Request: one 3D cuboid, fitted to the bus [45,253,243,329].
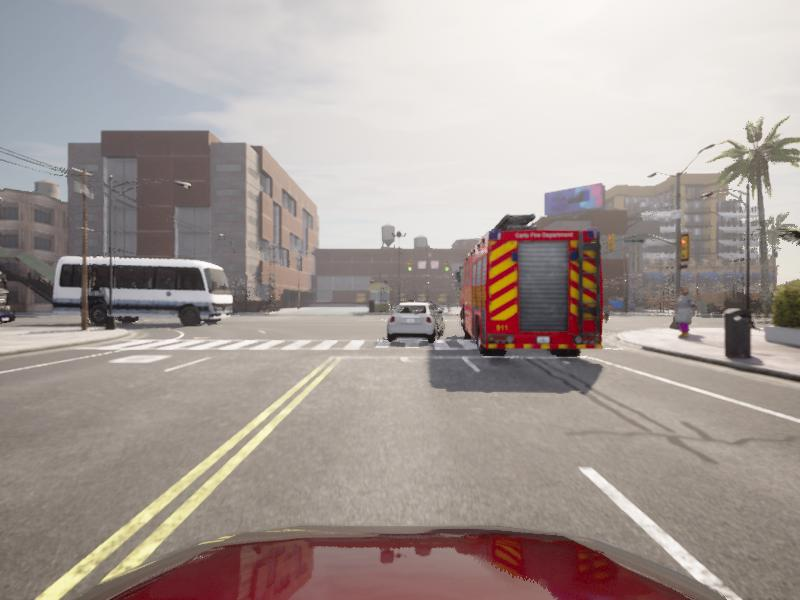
[{"bbox_3d":[-16.241,-0.547,26.087,10.273,4.253,3.944,2,0,1],"label":"bus"}]

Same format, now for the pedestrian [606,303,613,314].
[{"bbox_3d":[21.903,0.864,41.785,0.500,1.100,0.500,0,0,6],"label":"pedestrian"}]

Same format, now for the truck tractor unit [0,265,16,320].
[{"bbox_3d":[-33.818,-0.527,30.310,6.516,4.208,3.053,-1,0,1],"label":"truck tractor unit"}]

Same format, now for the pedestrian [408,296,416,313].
[{"bbox_3d":[1.284,0.484,42.370,0.751,1.860,0.751,0,0,-2],"label":"pedestrian"}]

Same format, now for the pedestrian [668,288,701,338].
[{"bbox_3d":[10.934,0.485,15.401,0.751,1.860,0.751,0,0,-18],"label":"pedestrian"}]

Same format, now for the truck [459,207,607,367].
[{"bbox_3d":[3.830,-0.320,13.899,2.891,3.827,8.468,0,0,4],"label":"truck"}]

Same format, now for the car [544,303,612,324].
[{"bbox_3d":[12.616,0.907,28.437,4.181,1.385,1.994,0,0,-18],"label":"car"}]

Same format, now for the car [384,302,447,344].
[{"bbox_3d":[0.764,0.853,16.542,1.970,1.475,3.806,0,0,12],"label":"car"}]

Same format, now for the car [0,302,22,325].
[{"bbox_3d":[-28.040,0.851,26.066,4.792,1.488,2.163,0,0,1],"label":"car"}]
